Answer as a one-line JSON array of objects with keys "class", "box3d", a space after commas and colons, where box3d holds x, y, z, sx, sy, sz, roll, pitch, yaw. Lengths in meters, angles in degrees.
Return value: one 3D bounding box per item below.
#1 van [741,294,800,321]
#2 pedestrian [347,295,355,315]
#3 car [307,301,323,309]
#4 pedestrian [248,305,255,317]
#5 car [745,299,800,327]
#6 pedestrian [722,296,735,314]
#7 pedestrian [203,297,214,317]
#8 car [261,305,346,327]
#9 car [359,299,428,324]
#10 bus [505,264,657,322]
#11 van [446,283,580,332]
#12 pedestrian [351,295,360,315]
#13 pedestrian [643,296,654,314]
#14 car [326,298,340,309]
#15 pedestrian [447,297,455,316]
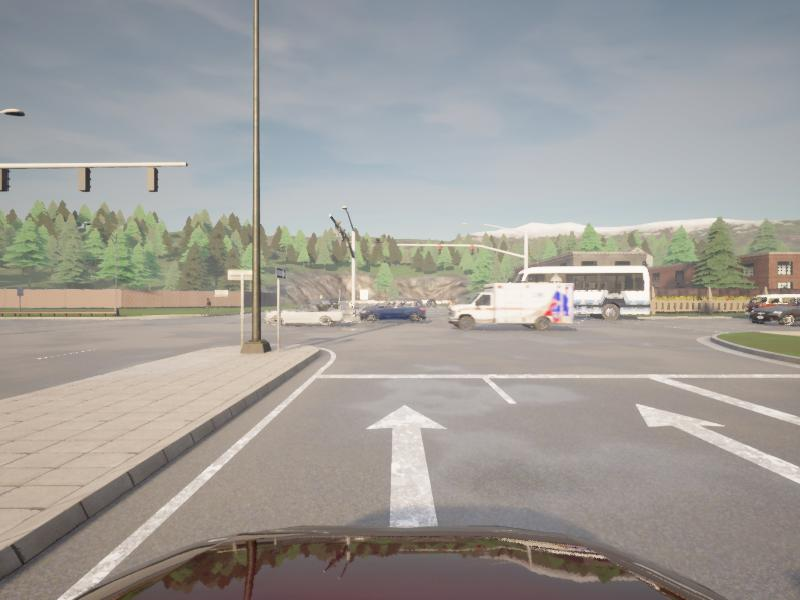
[{"class": "van", "box3d": [30.212, 0.570, 31.764, 4.480, 2.038, 2.069, 0, 0, -1]}, {"class": "pedestrian", "box3d": [-4.579, 0.485, 37.538, 0.751, 1.860, 0.751, 0, 0, -2]}, {"class": "car", "box3d": [-15.135, 0.868, 71.534, 1.812, 1.442, 4.674, 0, 0, 0]}, {"class": "pedestrian", "box3d": [-13.675, 1.026, 36.738, 0.500, 1.100, 0.500, 0, 0, -8]}, {"class": "car", "box3d": [24.717, 0.780, 24.696, 5.027, 1.651, 2.152, 0, 0, -1]}, {"class": "pedestrian", "box3d": [34.234, 0.485, 41.679, 0.751, 1.860, 0.751, 0, 0, 0]}, {"class": "pedestrian", "box3d": [-17.755, 0.637, 37.020, 0.751, 1.860, 0.751, 0, 0, -11]}, {"class": "car", "box3d": [-5.741, 0.944, 24.326, 4.718, 1.301, 1.895, 0, 0, -1]}, {"class": "car", "box3d": [-0.474, 0.756, 27.889, 4.611, 1.667, 2.242, 0, 0, -1]}, {"class": "bus", "box3d": [13.970, -0.533, 31.934, 10.273, 4.253, 3.944, 0, 0, 6]}, {"class": "van", "box3d": [5.720, 0.378, 20.969, 6.366, 2.431, 2.351, 0, 0, -1]}, {"class": "pedestrian", "box3d": [-4.339, 0.485, 38.885, 0.751, 1.860, 0.751, 0, 0, 0]}, {"class": "pedestrian", "box3d": [25.951, 0.485, 41.800, 0.751, 1.860, 0.751, 0, 0, 0]}, {"class": "car", "box3d": [-11.633, 0.656, 69.798, 1.905, 1.878, 3.866, 0, 0, 0]}, {"class": "pedestrian", "box3d": [4.977, 0.637, 38.924, 0.751, 1.860, 0.751, 0, 0, 6]}]
